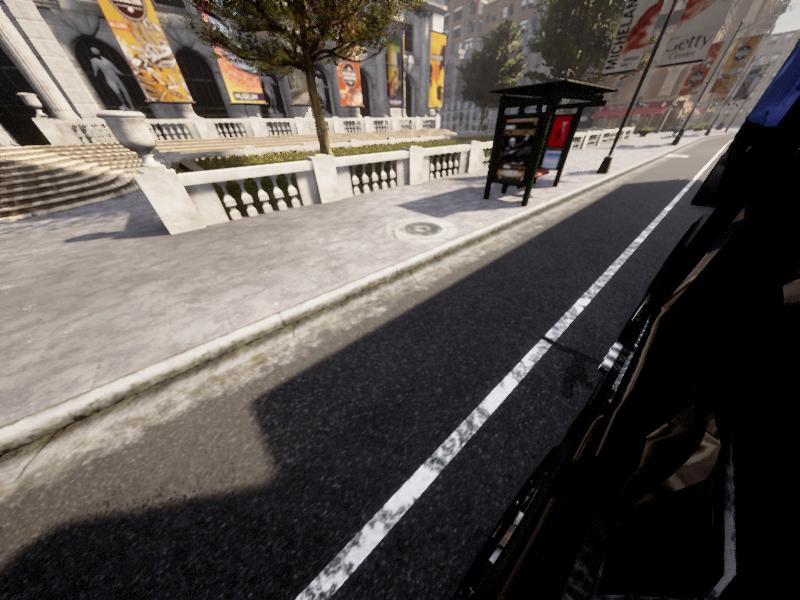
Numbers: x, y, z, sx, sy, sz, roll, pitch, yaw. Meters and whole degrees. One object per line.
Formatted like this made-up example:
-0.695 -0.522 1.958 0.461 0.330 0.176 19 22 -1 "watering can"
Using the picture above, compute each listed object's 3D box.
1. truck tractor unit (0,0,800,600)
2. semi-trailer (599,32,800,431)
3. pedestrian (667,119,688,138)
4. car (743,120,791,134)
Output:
2.645 -0.295 0.351 6.516 4.208 3.053 -28 44 -30 "truck tractor unit"
8.651 -3.613 4.309 14.254 4.402 2.717 -28 44 -31 "semi-trailer"
33.879 -20.903 28.177 0.751 1.860 0.751 -21 40 -23 "pedestrian"
52.289 -24.687 32.949 4.674 1.452 2.002 -14 38 -15 "car"
